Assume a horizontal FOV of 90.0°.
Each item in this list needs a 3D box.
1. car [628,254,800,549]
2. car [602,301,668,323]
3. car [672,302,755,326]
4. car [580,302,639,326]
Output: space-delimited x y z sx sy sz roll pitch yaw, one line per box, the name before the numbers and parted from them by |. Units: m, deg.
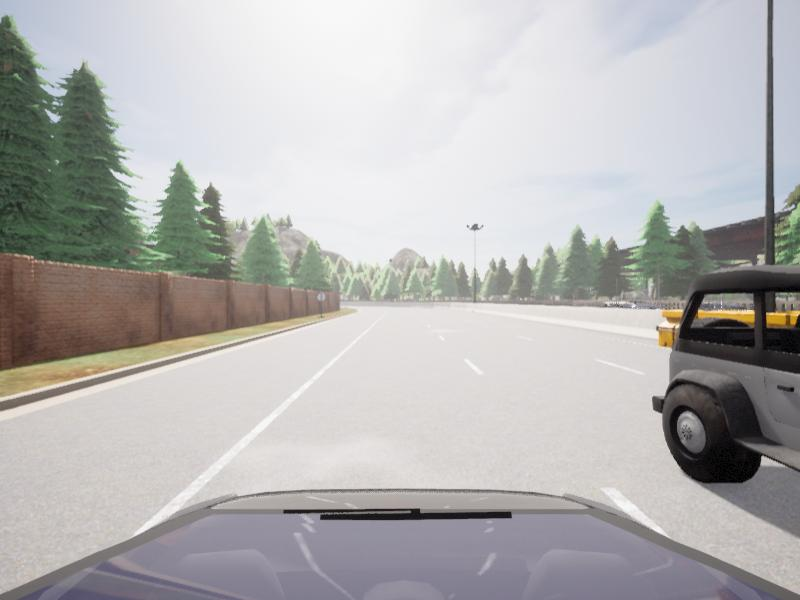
car | 3.501 0.649 2.535 1.905 1.878 3.866 0 0 0
car | 17.526 0.852 30.128 2.038 1.542 4.974 0 0 0
car | 21.024 0.867 27.144 1.837 1.490 4.892 0 0 0
car | 14.023 0.876 27.049 1.970 1.475 3.806 0 0 0
